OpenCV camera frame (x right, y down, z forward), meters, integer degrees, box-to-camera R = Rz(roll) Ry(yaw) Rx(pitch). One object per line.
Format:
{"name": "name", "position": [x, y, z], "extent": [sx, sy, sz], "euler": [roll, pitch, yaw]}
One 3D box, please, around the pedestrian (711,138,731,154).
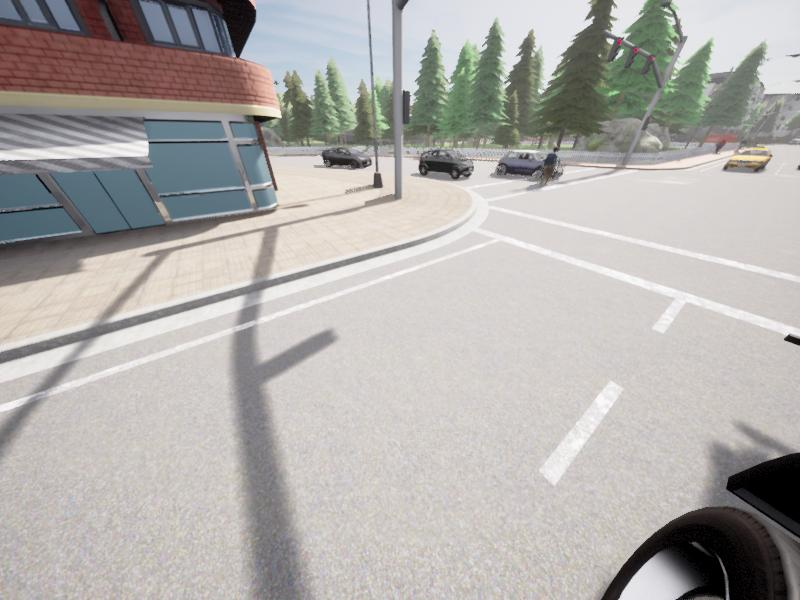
{"name": "pedestrian", "position": [43.588, -20.918, 31.406], "extent": [0.751, 1.860, 0.751], "euler": [-22, 40, -27]}

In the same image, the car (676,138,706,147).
{"name": "car", "position": [72.226, -39.116, 57.350], "extent": [1.905, 1.878, 3.866], "euler": [-21, 40, -27]}

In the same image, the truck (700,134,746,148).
{"name": "truck", "position": [72.328, -35.627, 51.872], "extent": [2.627, 2.467, 5.204], "euler": [-21, 40, -27]}

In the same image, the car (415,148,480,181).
{"name": "car", "position": [3.045, -9.071, 15.330], "extent": [3.705, 1.549, 1.789], "euler": [28, 44, 34]}

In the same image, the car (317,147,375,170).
{"name": "car", "position": [-4.642, -12.363, 20.080], "extent": [4.514, 1.525, 2.007], "euler": [16, 38, 22]}

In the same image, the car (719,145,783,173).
{"name": "car", "position": [27.849, -11.239, 18.316], "extent": [5.366, 1.575, 1.801], "euler": [-21, 40, -27]}

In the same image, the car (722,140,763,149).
{"name": "car", "position": [76.820, -35.065, 51.938], "extent": [2.128, 1.511, 4.902], "euler": [-28, 44, -34]}

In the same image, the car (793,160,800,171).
{"name": "car", "position": [33.615, -11.112, 18.184], "extent": [4.792, 1.488, 2.163], "euler": [-22, 41, -28]}

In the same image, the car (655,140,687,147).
{"name": "car", "position": [67.728, -39.213, 57.837], "extent": [1.837, 1.490, 4.892], "euler": [-21, 40, -27]}

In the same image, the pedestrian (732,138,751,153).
{"name": "pedestrian", "position": [50.689, -22.976, 34.280], "extent": [0.751, 1.860, 0.751], "euler": [-21, 40, -26]}

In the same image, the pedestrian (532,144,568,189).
{"name": "pedestrian", "position": [7.585, -6.785, 11.753], "extent": [0.751, 1.860, 0.751], "euler": [-22, 41, -28]}

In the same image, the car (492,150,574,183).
{"name": "car", "position": [8.338, -8.682, 14.809], "extent": [1.970, 1.475, 3.806], "euler": [-27, 43, -32]}
